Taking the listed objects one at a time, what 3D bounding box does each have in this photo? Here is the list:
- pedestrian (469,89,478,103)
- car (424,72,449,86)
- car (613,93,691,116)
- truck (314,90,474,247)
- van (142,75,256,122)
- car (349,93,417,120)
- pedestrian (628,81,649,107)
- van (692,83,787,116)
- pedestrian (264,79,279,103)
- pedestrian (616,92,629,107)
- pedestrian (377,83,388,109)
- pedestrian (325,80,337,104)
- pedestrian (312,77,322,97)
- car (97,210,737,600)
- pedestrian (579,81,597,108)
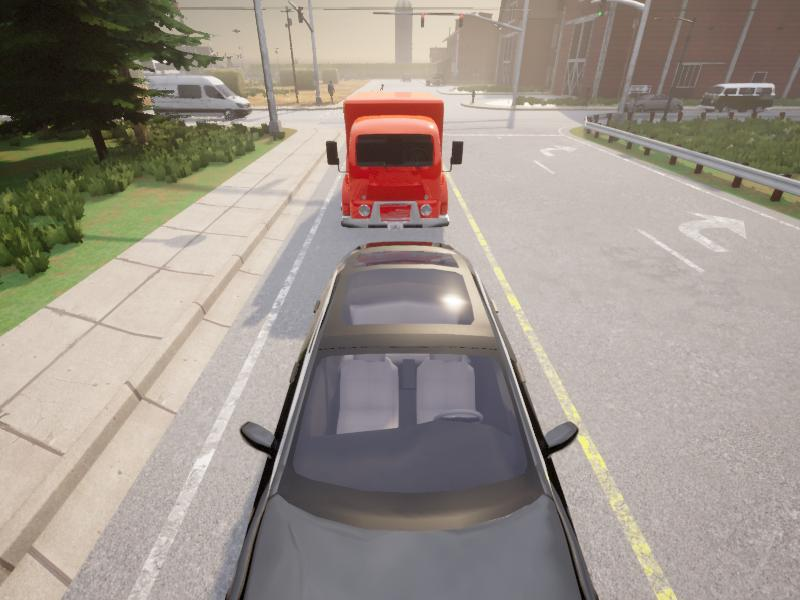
[{"bbox_3d":[6.626,-18.385,36.076,0.500,1.100,0.500,-19,35,-29],"label":"pedestrian"},{"bbox_3d":[6.294,-37.974,68.885,1.905,1.878,3.866,-31,40,-33],"label":"car"},{"bbox_3d":[18.374,-14.351,29.310,4.181,1.385,1.994,0,30,0],"label":"car"},{"bbox_3d":[-0.137,-3.421,9.427,2.627,2.467,5.204,-1,30,-1],"label":"truck"},{"bbox_3d":[-12.847,-13.099,25.990,5.915,2.561,1.988,0,30,0],"label":"van"},{"bbox_3d":[-1.178,-13.288,27.451,4.181,1.385,1.994,-12,33,-20],"label":"car"},{"bbox_3d":[19.458,-16.788,32.647,0.751,1.860,0.751,2,30,4],"label":"pedestrian"},{"bbox_3d":[24.558,-14.638,29.140,4.480,2.038,2.069,0,30,0],"label":"van"},{"bbox_3d":[-11.530,-18.741,35.929,0.751,1.860,0.751,17,34,27],"label":"pedestrian"},{"bbox_3d":[18.233,-16.416,32.764,0.500,1.100,0.500,-3,30,-5],"label":"pedestrian"},{"bbox_3d":[-1.409,-16.688,32.724,0.751,1.860,0.751,-4,31,-7],"label":"pedestrian"},{"bbox_3d":[-6.061,-18.404,35.356,0.751,1.860,0.751,-10,32,-17],"label":"pedestrian"},{"bbox_3d":[-9.125,-23.455,44.002,0.751,1.860,0.751,-11,32,-18],"label":"pedestrian"},{"bbox_3d":[0.057,0.760,3.240,2.128,1.511,4.902,0,30,0],"label":"car"},{"bbox_3d":[15.266,-16.715,32.520,0.751,1.860,0.751,5,31,8],"label":"pedestrian"}]
